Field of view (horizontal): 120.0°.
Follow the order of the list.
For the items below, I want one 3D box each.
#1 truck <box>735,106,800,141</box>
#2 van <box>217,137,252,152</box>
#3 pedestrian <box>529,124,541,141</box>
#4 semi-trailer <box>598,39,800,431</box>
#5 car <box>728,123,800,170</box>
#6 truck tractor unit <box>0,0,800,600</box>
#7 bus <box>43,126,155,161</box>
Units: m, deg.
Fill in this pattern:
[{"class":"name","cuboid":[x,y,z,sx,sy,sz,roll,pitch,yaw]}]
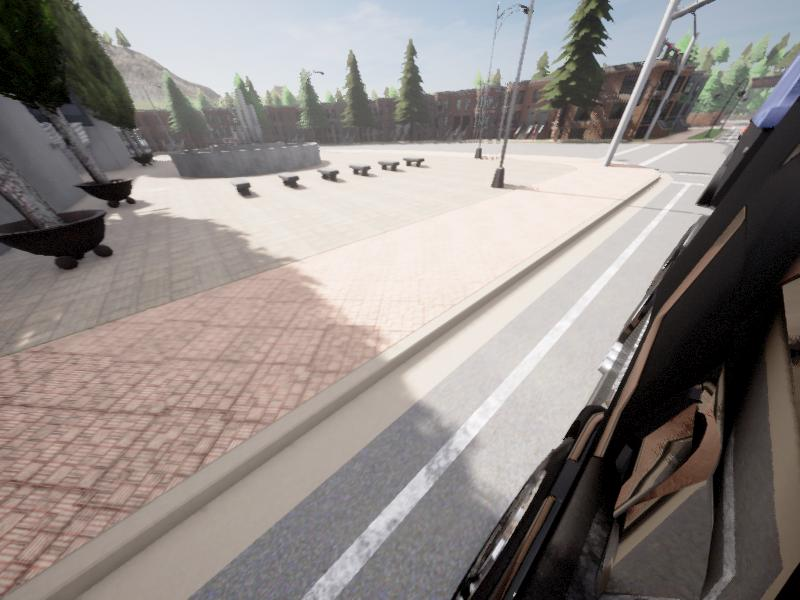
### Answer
[{"class":"truck","cuboid":[35.875,-17.200,22.569,5.204,2.467,2.627,-27,43,-30]},{"class":"van","cuboid":[-30.080,-28.303,42.068,4.442,1.987,1.775,-5,36,-3]},{"class":"pedestrian","cuboid":[18.376,-22.844,31.486,0.751,1.860,0.751,-28,44,-30]},{"class":"semi-trailer","cuboid":[8.699,-3.588,4.252,14.254,4.402,2.717,-28,43,-30]},{"class":"car","cuboid":[19.396,-8.120,12.032,5.238,1.638,1.930,-28,43,-30]},{"class":"truck tractor unit","cuboid":[2.645,-0.295,0.351,6.516,4.208,3.053,-28,44,-30]},{"class":"bus","cuboid":[-50.369,-26.905,39.542,10.273,4.253,3.944,-22,41,-24]}]
